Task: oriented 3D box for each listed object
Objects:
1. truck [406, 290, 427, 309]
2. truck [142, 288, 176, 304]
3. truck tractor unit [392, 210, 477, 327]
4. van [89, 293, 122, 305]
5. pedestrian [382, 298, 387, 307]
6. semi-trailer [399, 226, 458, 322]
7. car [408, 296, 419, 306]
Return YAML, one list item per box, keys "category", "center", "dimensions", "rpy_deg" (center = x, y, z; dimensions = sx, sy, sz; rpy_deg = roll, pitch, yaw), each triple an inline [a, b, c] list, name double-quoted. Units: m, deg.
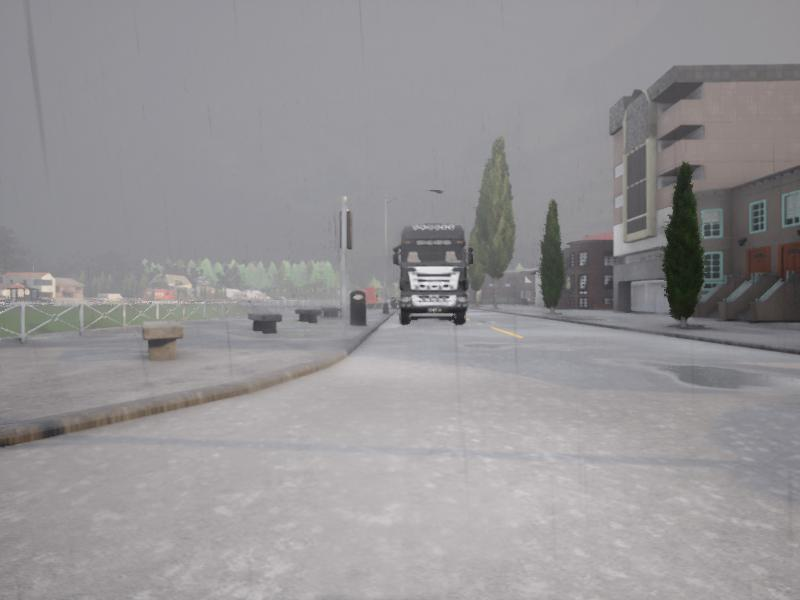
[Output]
- category: "truck"
  center: [1.881, -0.056, 47.222]
  dimensions: [2.390, 2.098, 6.274]
  rpy_deg: [0, 0, 1]
- category: "truck"
  center: [-58.825, -0.904, 97.953]
  dimensions: [2.891, 3.827, 8.468]
  rpy_deg: [0, 0, 1]
- category: "truck tractor unit"
  center: [1.294, -1.117, 17.653]
  dimensions: [3.053, 4.208, 6.516]
  rpy_deg: [0, 0, 1]
- category: "van"
  center: [-63.075, -0.205, 85.866]
  dimensions: [2.351, 2.431, 6.366]
  rpy_deg: [0, 0, 1]
- category: "pedestrian"
  center: [-1.837, 0.315, 48.346]
  dimensions: [0.500, 1.100, 0.500]
  rpy_deg: [0, 0, -13]
- category: "semi-trailer"
  center: [1.424, -1.218, 25.567]
  dimensions: [2.717, 4.402, 14.254]
  rpy_deg: [0, 0, 1]
- category: "car"
  center: [2.286, 0.202, 67.971]
  dimensions: [1.801, 1.575, 5.366]
  rpy_deg: [0, 0, 1]
